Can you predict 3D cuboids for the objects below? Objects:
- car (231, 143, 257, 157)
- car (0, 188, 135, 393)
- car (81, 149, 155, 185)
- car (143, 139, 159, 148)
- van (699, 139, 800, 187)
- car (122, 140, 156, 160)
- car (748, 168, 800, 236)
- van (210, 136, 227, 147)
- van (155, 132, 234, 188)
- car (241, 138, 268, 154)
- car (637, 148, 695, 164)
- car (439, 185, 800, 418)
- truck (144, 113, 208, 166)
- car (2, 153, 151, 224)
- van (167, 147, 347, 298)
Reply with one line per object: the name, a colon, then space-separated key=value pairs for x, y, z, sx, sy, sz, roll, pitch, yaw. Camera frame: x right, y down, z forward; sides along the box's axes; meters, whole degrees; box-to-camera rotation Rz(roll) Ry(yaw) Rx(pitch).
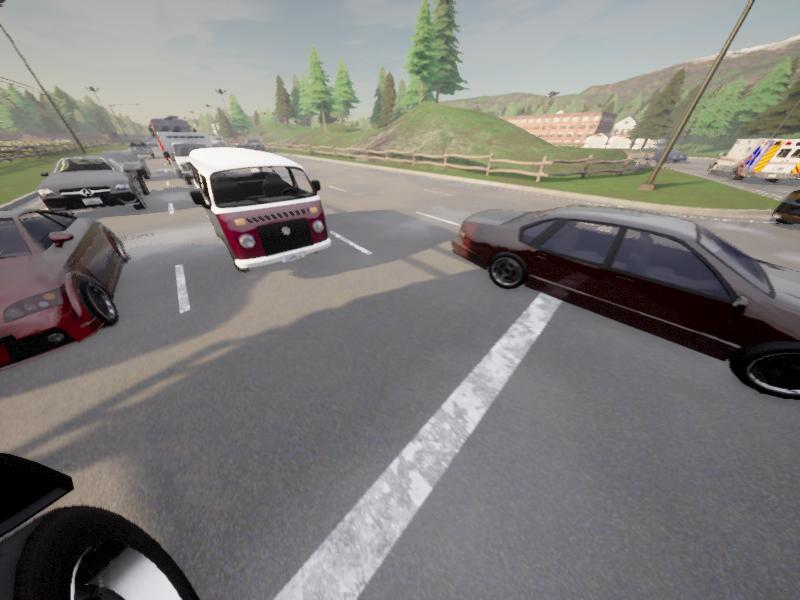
car: x=-21.807 y=-20.882 z=32.186 sx=1.970 sy=1.475 sz=3.806 roll=-25 pitch=43 yaw=-32
car: x=-5.752 y=-0.442 z=3.303 sx=1.994 sy=1.385 sz=4.181 roll=-26 pitch=43 yaw=-32
car: x=-17.430 y=-8.531 z=14.594 sx=2.163 sy=1.488 sz=4.792 roll=-25 pitch=43 yaw=-32
car: x=-59.103 y=-37.248 z=54.924 sx=2.038 sy=1.542 sz=4.974 roll=-25 pitch=43 yaw=-32
van: x=25.344 y=-10.001 z=16.502 sx=2.351 sy=2.431 sz=6.366 roll=18 pitch=39 yaw=23
car: x=-31.083 y=-18.085 z=27.699 sx=1.932 sy=1.855 sz=4.605 roll=-25 pitch=43 yaw=-32
car: x=14.517 y=-2.794 z=6.728 sx=5.238 sy=1.638 sz=1.930 roll=-2 pitch=36 yaw=-3
van: x=-50.051 y=-43.812 z=63.704 sx=2.351 sy=2.431 sz=6.366 roll=-25 pitch=43 yaw=-32
van: x=-12.681 y=-8.754 z=14.158 sx=2.351 sy=2.431 sz=6.366 roll=-26 pitch=43 yaw=-32
car: x=-24.921 y=-26.373 z=39.491 sx=2.150 sy=2.045 sz=5.566 roll=-25 pitch=43 yaw=-32
car: x=35.070 y=-19.235 z=30.746 sx=2.033 sy=1.411 sz=5.357 roll=2 pitch=35 yaw=2
car: x=3.451 y=-0.582 z=3.618 sx=2.033 sy=1.411 sz=5.357 roll=-29 pitch=44 yaw=-35
truck: x=-22.801 y=-16.299 z=23.577 sx=2.891 sy=3.827 sz=8.468 roll=-25 pitch=42 yaw=-32
car: x=-11.526 y=-4.529 z=8.839 sx=2.152 sy=1.651 sz=5.027 roll=-25 pitch=43 yaw=-32
van: x=-3.392 y=-2.232 z=5.313 sx=2.069 sy=2.038 sz=4.480 roll=-26 pitch=43 yaw=-32
